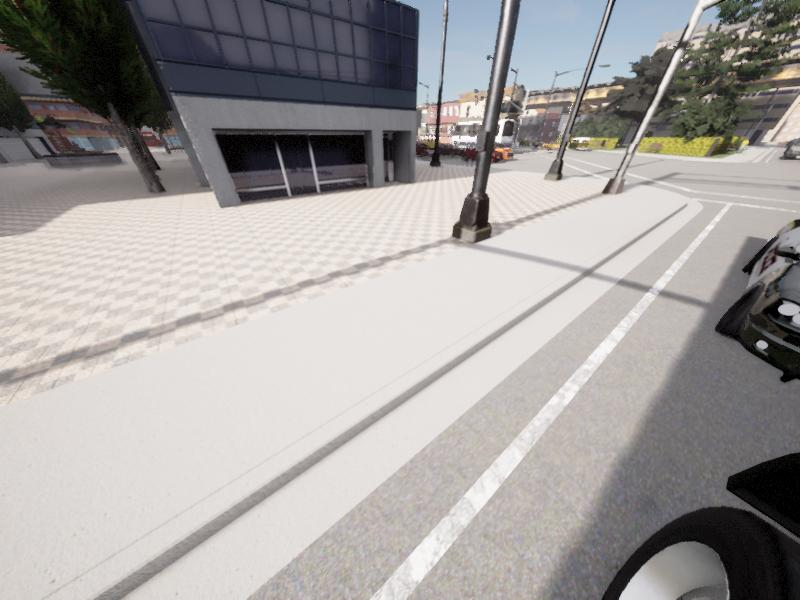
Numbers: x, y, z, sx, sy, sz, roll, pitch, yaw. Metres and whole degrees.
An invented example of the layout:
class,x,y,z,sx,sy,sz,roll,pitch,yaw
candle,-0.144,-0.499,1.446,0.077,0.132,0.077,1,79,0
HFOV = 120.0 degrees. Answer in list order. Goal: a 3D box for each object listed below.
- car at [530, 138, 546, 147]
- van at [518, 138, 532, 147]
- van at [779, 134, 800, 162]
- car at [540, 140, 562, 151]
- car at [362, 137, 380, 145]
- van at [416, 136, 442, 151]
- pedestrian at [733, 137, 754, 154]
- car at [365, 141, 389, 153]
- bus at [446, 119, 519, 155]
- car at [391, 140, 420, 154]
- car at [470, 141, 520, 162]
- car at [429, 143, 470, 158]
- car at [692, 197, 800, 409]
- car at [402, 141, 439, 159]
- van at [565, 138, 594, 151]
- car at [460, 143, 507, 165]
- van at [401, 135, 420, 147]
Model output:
class,x,y,z,sx,sy,sz,roll,pitch,yaw
car,36.577,-41.826,61.353,1.932,1.855,4.605,5,35,7
van,32.990,-41.668,61.059,1.775,1.987,4.442,5,35,7
van,44.153,-16.731,25.100,5.915,2.561,1.988,-24,41,-28
car,30.351,-31.211,46.615,1.801,1.575,5.366,5,35,7
car,-7.354,-40.278,58.394,2.038,1.542,4.974,-23,41,-29
van,5.160,-28.197,41.611,2.069,2.038,4.480,-23,43,-29
pedestrian,46.948,-21.095,31.568,0.751,1.860,0.751,-27,43,-33
car,-3.706,-24.653,37.189,1.994,1.385,4.181,-23,43,-29
bus,12.752,-26.360,37.298,3.944,4.253,10.273,-23,42,-29
car,0.787,-24.586,37.027,1.882,1.535,5.008,-23,42,-29
car,10.638,-16.949,26.237,2.097,1.767,4.553,-23,41,-29
car,6.462,-20.045,30.938,2.033,1.411,5.357,-22,41,-28
car,6.231,-0.235,2.896,4.974,1.542,2.038,-22,40,-28
car,2.568,-19.747,30.312,2.033,1.649,4.856,-23,42,-29
van,33.323,-29.055,43.116,2.069,2.038,4.480,5,35,7
car,8.463,-15.134,23.851,1.851,1.617,3.988,-23,41,-29
van,2.169,-34.086,49.563,1.775,1.987,4.442,-23,43,-29
